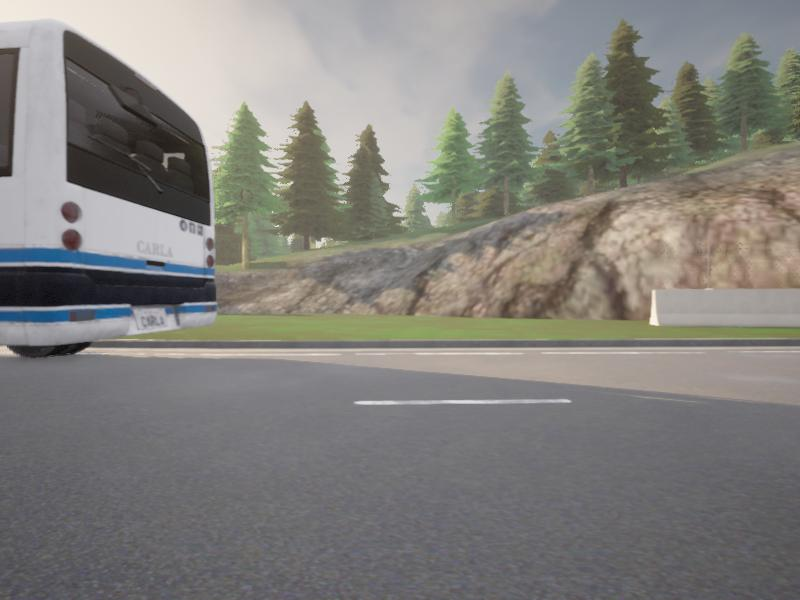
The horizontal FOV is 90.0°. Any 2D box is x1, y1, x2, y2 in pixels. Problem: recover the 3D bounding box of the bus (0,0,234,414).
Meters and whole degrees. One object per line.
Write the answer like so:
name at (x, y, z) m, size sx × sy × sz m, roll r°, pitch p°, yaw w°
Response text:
bus at (-8.400, -1.124, 5.975) m, size 10.273 × 4.253 × 3.944 m, roll 0°, pitch 0°, yaw 5°
